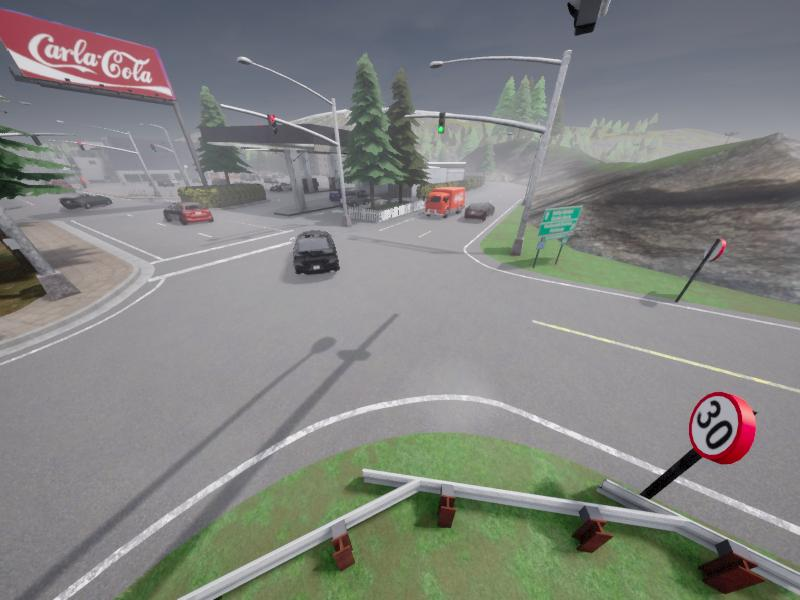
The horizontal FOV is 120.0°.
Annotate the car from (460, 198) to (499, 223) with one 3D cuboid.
[{"bbox_3d":[7.713,-8.694,22.177,2.163,1.488,4.792,17,34,26],"label":"car"}]

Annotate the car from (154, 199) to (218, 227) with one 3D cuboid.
[{"bbox_3d":[-18.362,-7.600,19.872,4.611,1.667,2.242,16,32,26],"label":"car"}]

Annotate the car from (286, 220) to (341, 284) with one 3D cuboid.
[{"bbox_3d":[-4.227,-2.627,11.400,1.882,1.535,5.008,-9,31,-17],"label":"car"}]

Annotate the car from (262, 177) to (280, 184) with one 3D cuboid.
[{"bbox_3d":[-35.476,-32.774,63.464,4.514,1.523,2.007,16,34,26],"label":"car"}]

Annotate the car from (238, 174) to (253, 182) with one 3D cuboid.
[{"bbox_3d":[-49.373,-39.016,73.832,3.866,1.878,1.905,16,34,26],"label":"car"}]

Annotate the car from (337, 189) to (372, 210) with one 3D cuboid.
[{"bbox_3d":[-5.367,-12.080,27.650,1.905,1.878,3.866,16,34,26],"label":"car"}]

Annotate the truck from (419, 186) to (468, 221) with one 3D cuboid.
[{"bbox_3d":[4.437,-9.731,22.981,2.627,2.467,5.204,19,35,29],"label":"truck"}]

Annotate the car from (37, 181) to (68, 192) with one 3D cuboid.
[{"bbox_3d":[-66.476,-21.721,44.165,4.611,1.667,2.242,16,34,26],"label":"car"}]

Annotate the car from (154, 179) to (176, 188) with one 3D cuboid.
[{"bbox_3d":[-54.495,-27.084,53.607,4.514,1.523,2.007,16,34,26],"label":"car"}]

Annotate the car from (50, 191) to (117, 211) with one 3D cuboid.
[{"bbox_3d":[-35.955,-11.396,26.497,2.007,1.525,4.514,-8,31,-13],"label":"car"}]

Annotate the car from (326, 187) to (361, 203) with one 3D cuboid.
[{"bbox_3d":[-8.082,-15.233,33.445,2.242,1.667,4.611,16,34,26],"label":"car"}]

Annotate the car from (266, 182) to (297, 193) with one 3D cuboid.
[{"bbox_3d":[-23.524,-22.541,46.109,2.038,1.542,4.974,16,34,26],"label":"car"}]
